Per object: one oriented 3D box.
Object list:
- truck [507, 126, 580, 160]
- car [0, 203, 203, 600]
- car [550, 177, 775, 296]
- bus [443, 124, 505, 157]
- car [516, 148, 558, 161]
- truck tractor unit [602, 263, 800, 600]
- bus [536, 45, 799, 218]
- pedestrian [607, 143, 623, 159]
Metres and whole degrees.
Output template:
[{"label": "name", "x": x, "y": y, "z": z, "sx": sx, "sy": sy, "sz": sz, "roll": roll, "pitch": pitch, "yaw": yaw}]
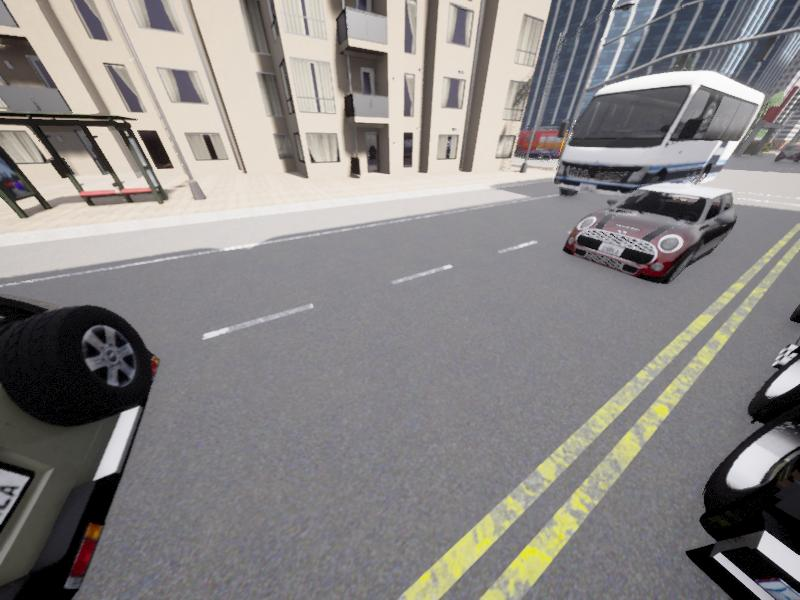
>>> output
[{"label": "truck", "x": 21.094, "y": -23.668, "z": 34.826, "sx": 2.891, "sy": 3.827, "sz": 8.468, "roll": -18, "pitch": 39, "yaw": -24}, {"label": "car", "x": -3.806, "y": 1.241, "z": 0.534, "sx": 4.605, "sy": 1.855, "sz": 1.932, "roll": -19, "pitch": 39, "yaw": -24}, {"label": "car", "x": 5.749, "y": -1.700, "z": 5.195, "sx": 3.806, "sy": 1.475, "sz": 1.970, "roll": -18, "pitch": 39, "yaw": -24}, {"label": "bus", "x": 12.599, "y": -28.267, "z": 40.995, "sx": 3.944, "sy": 4.253, "sz": 10.273, "roll": -18, "pitch": 39, "yaw": -24}, {"label": "car", "x": 19.144, "y": -20.529, "z": 32.514, "sx": 1.895, "sy": 1.301, "sz": 4.718, "roll": -18, "pitch": 39, "yaw": -24}, {"label": "truck tractor unit", "x": 5.105, "y": -0.308, "z": 0.779, "sx": 6.516, "sy": 4.208, "sz": 3.053, "roll": -19, "pitch": 39, "yaw": -24}, {"label": "bus", "x": 11.946, "y": -7.086, "z": 10.558, "sx": 10.273, "sy": 4.253, "sz": 3.944, "roll": -18, "pitch": 39, "yaw": -24}, {"label": "pedestrian", "x": 29.786, "y": -20.692, "z": 32.030, "sx": 0.751, "sy": 1.860, "sz": 0.751, "roll": -21, "pitch": 40, "yaw": -27}]
